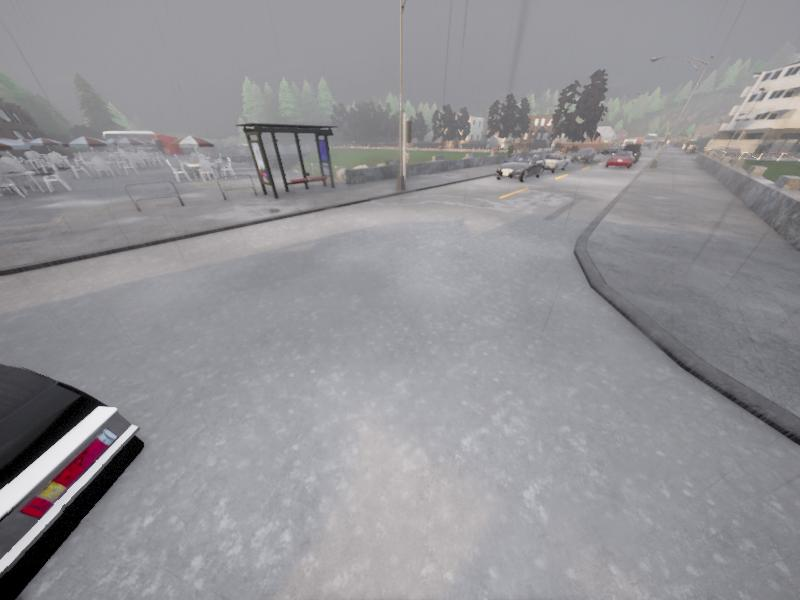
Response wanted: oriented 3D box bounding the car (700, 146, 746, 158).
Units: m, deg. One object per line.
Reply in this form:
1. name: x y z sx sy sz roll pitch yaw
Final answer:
1. car: 50.311 -23.253 36.141 3.806 1.475 1.970 29 44 35

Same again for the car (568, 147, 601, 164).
1. car: 22.297 -17.475 27.888 1.837 1.490 4.892 29 44 35

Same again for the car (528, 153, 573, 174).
1. car: 13.254 -12.047 20.253 1.895 1.301 4.718 29 44 35

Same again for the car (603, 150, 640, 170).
1. car: 22.122 -14.027 23.015 1.994 1.385 4.181 27 43 34

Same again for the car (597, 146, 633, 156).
1. car: 37.186 -25.776 39.913 5.357 1.411 2.033 -14 37 -19

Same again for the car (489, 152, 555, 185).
1. car: 8.498 -9.246 16.035 4.902 1.511 2.128 -30 44 -35

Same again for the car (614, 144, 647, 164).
1. car: 27.071 -17.182 27.096 1.905 1.878 3.866 29 44 35

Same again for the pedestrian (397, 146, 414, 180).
1. pedestrian: 0.359 -9.065 15.274 0.751 1.860 0.751 29 44 35

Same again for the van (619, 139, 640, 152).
1. van: 55.179 -37.298 55.586 2.351 2.431 6.366 29 44 35

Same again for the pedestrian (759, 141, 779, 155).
1. pedestrian: 58.119 -23.996 36.422 0.751 1.860 0.751 27 43 33

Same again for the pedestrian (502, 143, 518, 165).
1. pedestrian: 11.549 -15.320 24.269 0.751 1.860 0.751 -26 42 -32

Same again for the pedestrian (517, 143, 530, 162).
1. pedestrian: 14.625 -17.499 27.406 0.751 1.860 0.751 29 44 35

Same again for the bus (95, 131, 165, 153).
1. bus: -67.170 -39.677 57.911 3.944 4.253 10.273 29 44 35

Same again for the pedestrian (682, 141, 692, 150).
1. pedestrian: 68.429 -36.813 55.079 0.751 1.860 0.751 29 44 35

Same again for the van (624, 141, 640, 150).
1. van: 60.892 -40.515 60.552 2.069 2.038 4.480 29 44 35
